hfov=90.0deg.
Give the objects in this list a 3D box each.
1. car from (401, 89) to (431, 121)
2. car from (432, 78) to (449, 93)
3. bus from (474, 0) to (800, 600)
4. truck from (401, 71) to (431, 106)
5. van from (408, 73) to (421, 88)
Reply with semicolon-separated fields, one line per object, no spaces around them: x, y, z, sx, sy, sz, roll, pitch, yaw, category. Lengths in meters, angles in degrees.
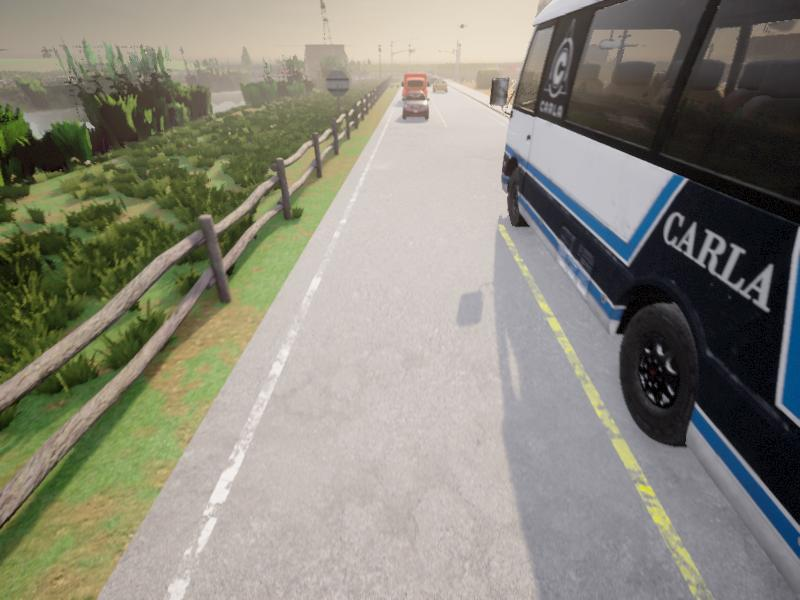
1.059;-13.162;26.933;1.851;1.617;3.988;1;30;1;car
5.491;-29.405;54.786;1.801;1.575;5.366;1;30;1;car
3.710;-1.692;4.689;3.944;4.253;10.273;1;30;2;bus
1.421;-19.860;37.479;2.627;2.467;5.204;1;32;1;truck
2.409;-37.036;67.355;2.069;2.038;4.480;1;30;1;van
